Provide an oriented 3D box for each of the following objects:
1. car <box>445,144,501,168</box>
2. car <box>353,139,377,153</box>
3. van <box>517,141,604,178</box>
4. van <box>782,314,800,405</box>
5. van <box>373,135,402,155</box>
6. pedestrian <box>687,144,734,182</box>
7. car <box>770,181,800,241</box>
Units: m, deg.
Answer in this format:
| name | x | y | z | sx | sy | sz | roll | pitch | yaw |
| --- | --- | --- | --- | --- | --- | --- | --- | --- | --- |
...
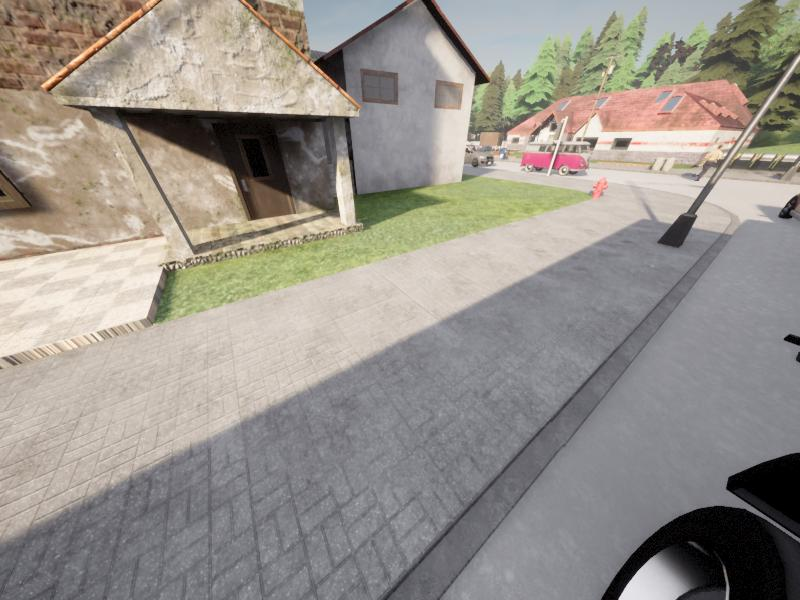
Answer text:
| name | x | y | z | sx | sy | sz | roll | pitch | yaw |
| --- | --- | --- | --- | --- | --- | --- | --- | --- | --- |
| car | 6.795 | -13.838 | 22.061 | 2.242 | 1.667 | 4.611 | -22 | 40 | -27 |
| car | -6.678 | -29.341 | 43.836 | 2.150 | 2.045 | 5.566 | -22 | 40 | -27 |
| van | 11.259 | -10.223 | 16.625 | 1.775 | 1.987 | 4.442 | -22 | 40 | -27 |
| van | 7.074 | -0.467 | 2.338 | 5.915 | 2.561 | 1.988 | -20 | 40 | -26 |
| van | -2.118 | -25.735 | 38.258 | 1.988 | 2.561 | 5.915 | -22 | 41 | -27 |
| pedestrian | 18.049 | -7.985 | 13.470 | 0.751 | 1.860 | 0.751 | -18 | 39 | -23 |
| car | 12.321 | -2.537 | 6.083 | 3.705 | 1.549 | 1.789 | -30 | 45 | -35 |
